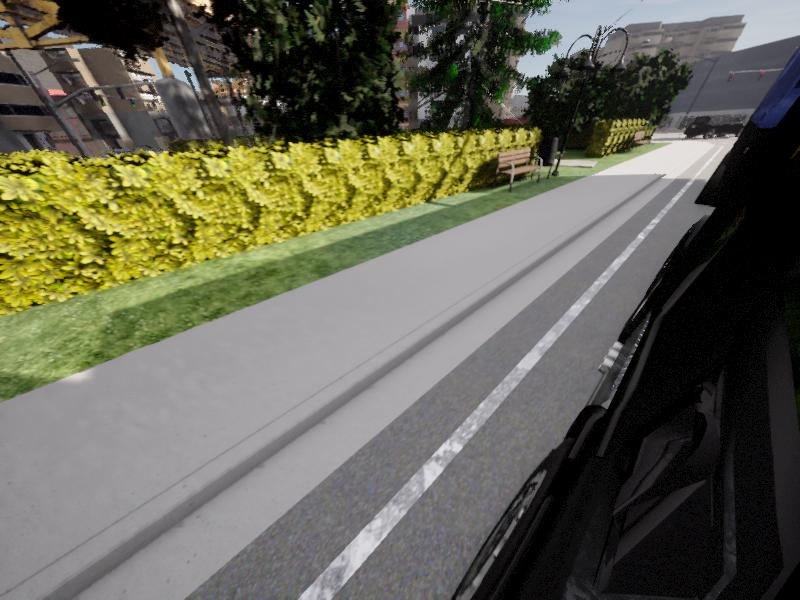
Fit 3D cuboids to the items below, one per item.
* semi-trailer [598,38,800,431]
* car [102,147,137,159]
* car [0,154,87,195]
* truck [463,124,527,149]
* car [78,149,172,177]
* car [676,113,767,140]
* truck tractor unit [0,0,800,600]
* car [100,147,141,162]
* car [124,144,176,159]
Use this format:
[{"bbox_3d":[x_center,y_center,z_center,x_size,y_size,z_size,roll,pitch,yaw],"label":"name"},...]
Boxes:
[{"bbox_3d":[8.674,-3.614,4.263,14.254,4.402,2.717,-28,44,-30],"label":"semi-trailer"},{"bbox_3d":[-38.976,-20.446,32.096,4.536,1.218,1.853,18,41,25],"label":"car"},{"bbox_3d":[-23.798,-7.695,14.183,2.152,1.651,5.027,1,37,6],"label":"car"},{"bbox_3d":[10.846,-19.215,27.096,6.274,2.098,2.390,2,37,6],"label":"truck"},{"bbox_3d":[-23.161,-11.886,19.868,2.038,1.542,4.974,1,37,6],"label":"car"},{"bbox_3d":[34.610,-18.784,25.067,5.566,2.045,2.150,-1,36,3],"label":"car"},{"bbox_3d":[2.645,-0.295,0.351,6.516,4.208,3.053,-28,44,-30],"label":"truck tractor unit"},{"bbox_3d":[-38.925,-20.306,32.168,4.974,1.542,2.038,18,41,25],"label":"car"},{"bbox_3d":[-38.214,-22.777,35.453,4.974,1.542,2.038,-11,37,-10],"label":"car"}]
